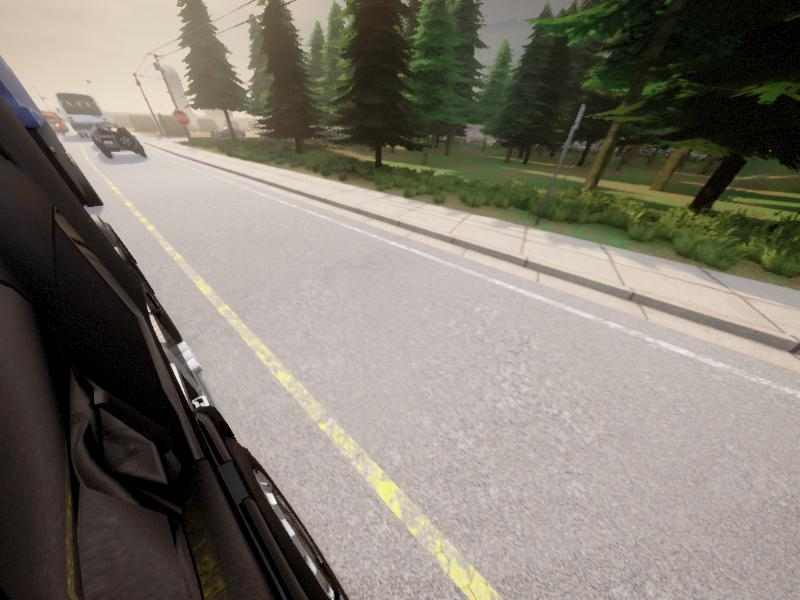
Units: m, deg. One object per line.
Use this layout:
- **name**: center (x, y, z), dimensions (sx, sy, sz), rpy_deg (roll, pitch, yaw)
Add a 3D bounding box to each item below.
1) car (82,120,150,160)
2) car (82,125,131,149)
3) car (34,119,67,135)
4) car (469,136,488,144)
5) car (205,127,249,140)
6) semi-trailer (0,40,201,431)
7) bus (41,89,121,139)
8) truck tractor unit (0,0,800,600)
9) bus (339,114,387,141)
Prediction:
- **car**: center (-19.201, -10.846, 15.605), dimensions (4.605, 1.855, 1.932), rpy_deg (29, 44, 30)
- **car**: center (-25.399, -14.161, 20.020), dimensions (4.514, 1.525, 2.007), rpy_deg (31, 45, 33)
- **car**: center (-47.787, -23.795, 31.679), dimensions (3.988, 1.617, 1.851), rpy_deg (29, 44, 31)
- **car**: center (20.273, -41.346, 59.662), dimensions (3.806, 1.475, 1.970), rpy_deg (26, 42, 28)
- **car**: center (-27.071, -26.277, 36.403), dimensions (2.128, 1.511, 4.902), rpy_deg (27, 43, 29)
- **semi-trailer**: center (-8.711, -3.575, 4.246), dimensions (14.254, 4.402, 2.717), rpy_deg (28, 43, 30)
- **bus**: center (-40.556, -23.559, 29.567), dimensions (10.273, 4.253, 3.944), rpy_deg (29, 44, 31)
- **truck tractor unit**: center (-2.645, -0.295, 0.351), dimensions (6.516, 4.208, 3.053), rpy_deg (28, 44, 30)
- **bus**: center (-7.821, -37.815, 50.861), dimensions (3.944, 4.253, 10.273), rpy_deg (27, 43, 29)
